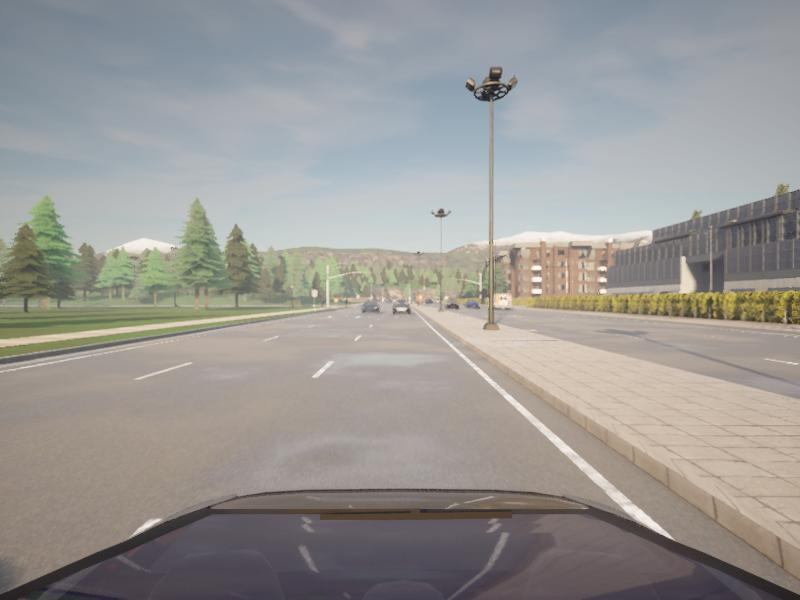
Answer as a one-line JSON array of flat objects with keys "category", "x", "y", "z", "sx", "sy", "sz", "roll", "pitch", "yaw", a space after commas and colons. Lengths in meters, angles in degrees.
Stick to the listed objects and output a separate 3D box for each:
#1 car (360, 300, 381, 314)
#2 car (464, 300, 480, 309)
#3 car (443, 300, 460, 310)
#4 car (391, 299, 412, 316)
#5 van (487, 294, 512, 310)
[{"category": "car", "x": -3.304, "y": 0.759, "z": 45.450, "sx": 2.038, "sy": 1.542, "sz": 4.974, "roll": 0, "pitch": 0, "yaw": 0}, {"category": "car", "x": 11.844, "y": 0.774, "z": 66.186, "sx": 1.812, "sy": 1.442, "sz": 4.674, "roll": 0, "pitch": 0, "yaw": 0}, {"category": "car", "x": 8.342, "y": 0.737, "z": 65.245, "sx": 2.038, "sy": 1.542, "sz": 4.974, "roll": 0, "pitch": 1, "yaw": 0}, {"category": "car", "x": 0.173, "y": 0.716, "z": 42.252, "sx": 2.033, "sy": 1.649, "sz": 4.856, "roll": 0, "pitch": 0, "yaw": 0}, {"category": "van", "x": 15.322, "y": 0.288, "z": 61.966, "sx": 2.351, "sy": 2.431, "sz": 6.366, "roll": 0, "pitch": 0, "yaw": 0}]
